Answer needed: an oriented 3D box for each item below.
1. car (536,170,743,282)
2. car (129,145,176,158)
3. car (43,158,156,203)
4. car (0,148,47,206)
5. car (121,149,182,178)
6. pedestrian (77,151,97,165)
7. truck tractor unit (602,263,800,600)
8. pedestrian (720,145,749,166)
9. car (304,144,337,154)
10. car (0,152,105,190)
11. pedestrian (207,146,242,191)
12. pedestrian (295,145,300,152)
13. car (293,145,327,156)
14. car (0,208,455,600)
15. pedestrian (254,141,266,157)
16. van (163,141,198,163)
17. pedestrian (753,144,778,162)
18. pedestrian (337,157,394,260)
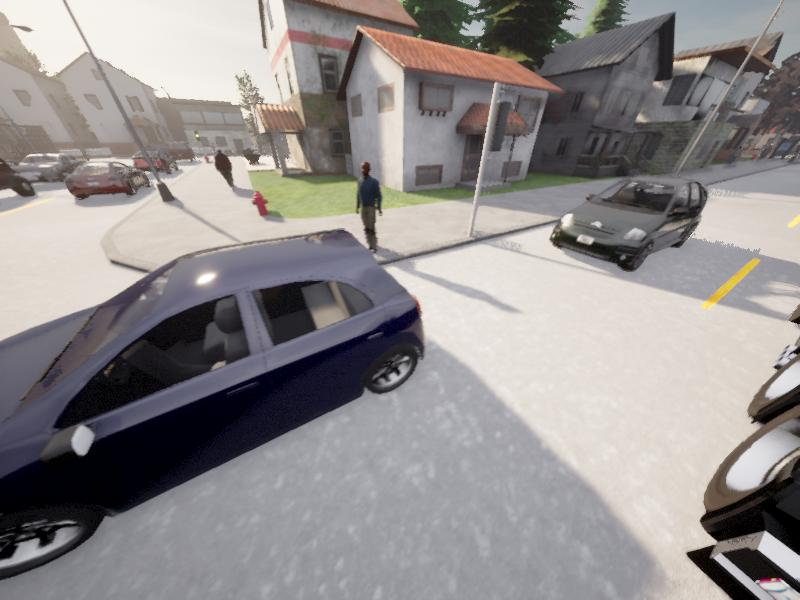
[{"bbox_3d":[5.669,-2.050,5.594,3.988,1.617,1.851,-18,39,-24],"label":"car"},{"bbox_3d":[-34.308,-20.640,32.118,4.193,1.474,1.816,3,35,4],"label":"car"},{"bbox_3d":[-14.289,-6.067,11.418,1.994,1.385,4.181,-18,39,-24],"label":"car"},{"bbox_3d":[-17.539,-4.910,9.269,1.905,1.878,3.866,-18,39,-24],"label":"car"},{"bbox_3d":[-18.837,-10.641,17.818,2.007,1.525,4.514,-18,39,-24],"label":"car"},{"bbox_3d":[-29.555,-13.391,21.836,0.500,1.100,0.500,-1,35,-2],"label":"pedestrian"},{"bbox_3d":[5.106,-0.305,0.787,6.516,4.208,3.053,-18,39,-24],"label":"truck tractor unit"},{"bbox_3d":[34.823,-15.036,24.063,0.751,1.860,0.751,-14,37,-20],"label":"pedestrian"},{"bbox_3d":[-14.619,-28.003,42.776,5.366,1.575,1.801,-19,39,-25],"label":"car"},{"bbox_3d":[-20.667,-7.862,13.821,2.128,1.511,4.902,-18,39,-25],"label":"car"},{"bbox_3d":[-8.643,-6.506,11.441,0.751,1.860,0.751,-18,39,-25],"label":"pedestrian"},{"bbox_3d":[-20.165,-29.795,45.503,0.500,1.100,0.500,-19,39,-25],"label":"pedestrian"},{"bbox_3d":[-15.039,-25.133,38.732,4.792,1.488,2.163,-18,39,-24],"label":"car"},{"bbox_3d":[-1.602,0.351,2.147,3.633,1.501,1.845,-18,39,-24],"label":"car"},{"bbox_3d":[-19.960,-21.614,33.059,0.751,1.860,0.751,-3,35,-4],"label":"pedestrian"},{"bbox_3d":[-25.225,-17.163,26.743,1.775,1.987,4.442,-18,39,-24],"label":"van"},{"bbox_3d":[46.105,-18.511,29.153,0.751,1.860,0.751,-15,38,-21],"label":"pedestrian"},{"bbox_3d":[-0.662,-1.924,4.916,0.751,1.860,0.751,19,39,25],"label":"pedestrian"}]
